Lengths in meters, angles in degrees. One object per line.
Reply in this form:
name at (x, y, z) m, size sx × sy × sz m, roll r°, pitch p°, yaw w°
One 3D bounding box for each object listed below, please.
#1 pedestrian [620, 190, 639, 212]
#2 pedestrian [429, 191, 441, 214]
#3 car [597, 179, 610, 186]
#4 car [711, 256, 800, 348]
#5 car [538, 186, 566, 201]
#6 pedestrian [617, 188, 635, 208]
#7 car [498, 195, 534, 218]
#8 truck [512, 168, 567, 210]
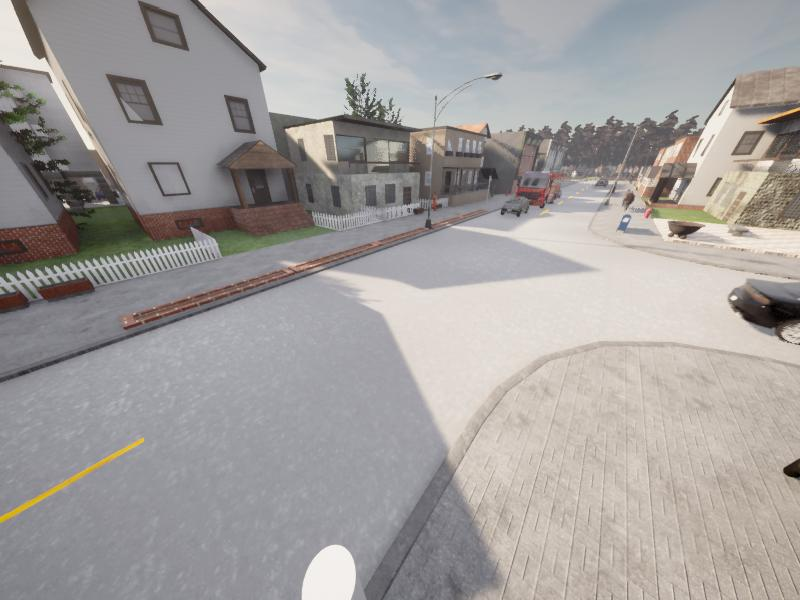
pedestrian at (22.711, -9.819, 22.885) m, size 0.751 × 1.860 × 0.751 m, roll 22°, pitch 36°, yaw 33°
pedestrian at (3.317, -9.304, 22.004) m, size 0.751 × 1.860 × 0.751 m, roll 23°, pitch 37°, yaw 34°
car at (50.640, -29.373, 57.513) m, size 1.994 × 1.385 × 4.181 m, roll 23°, pitch 37°, yaw 34°
car at (11.913, 0.602, 5.322) m, size 5.238 × 1.638 × 1.930 m, roll 24°, pitch 37°, yaw 35°
car at (21.898, -15.423, 33.238) m, size 2.163 × 1.488 × 4.792 m, roll 23°, pitch 37°, yaw 34°
pedestrian at (24.176, -10.878, 24.730) m, size 0.751 × 1.860 × 0.751 m, roll 19°, pitch 35°, yaw 29°
car at (11.108, -9.025, 22.085) m, size 1.789 × 1.549 × 3.705 m, roll 23°, pitch 37°, yaw 34°
truck at (16.421, -13.181, 27.013) m, size 2.891 × 3.827 × 8.468 m, roll 23°, pitch 37°, yaw 34°
